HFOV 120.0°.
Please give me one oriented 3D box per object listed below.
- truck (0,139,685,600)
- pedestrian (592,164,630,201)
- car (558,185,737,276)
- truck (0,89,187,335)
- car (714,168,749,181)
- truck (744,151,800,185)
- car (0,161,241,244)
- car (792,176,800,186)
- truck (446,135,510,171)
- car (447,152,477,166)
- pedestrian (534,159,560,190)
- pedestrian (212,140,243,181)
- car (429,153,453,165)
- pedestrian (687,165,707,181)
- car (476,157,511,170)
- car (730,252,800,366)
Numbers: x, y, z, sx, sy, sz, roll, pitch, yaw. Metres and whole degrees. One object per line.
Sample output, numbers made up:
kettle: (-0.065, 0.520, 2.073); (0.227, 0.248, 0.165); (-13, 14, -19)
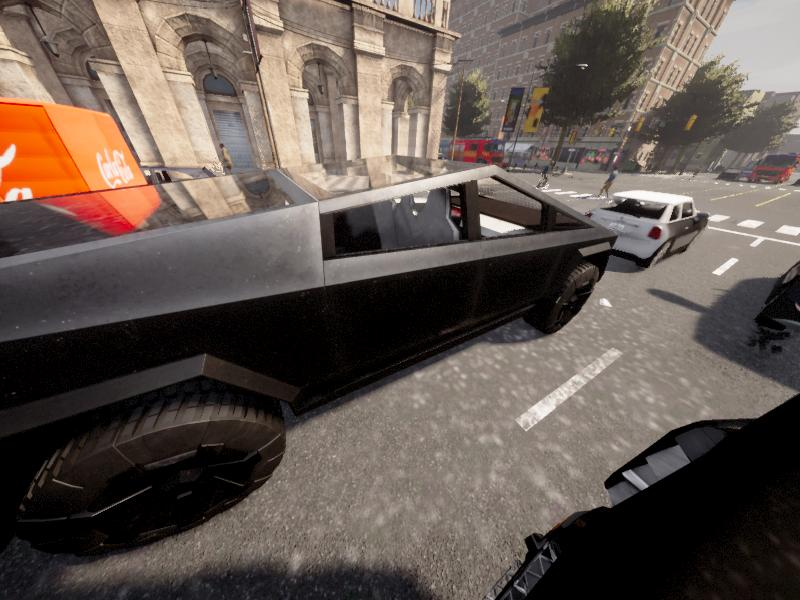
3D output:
truck: (-0.123, -0.414, 2.663); (6.274, 2.098, 2.390); (-16, 38, -26)
pedestrian: (12.425, -6.953, 13.654); (0.751, 1.860, 0.751); (-18, 39, -28)
car: (6.674, -2.116, 6.315); (3.806, 1.475, 1.970); (-16, 38, -26)
truck: (-6.562, -0.982, 2.685); (5.204, 2.467, 2.627); (-16, 38, -26)
car: (51.942, -19.724, 36.185); (5.238, 1.638, 1.930); (-17, 38, -27)
truck: (54.914, -19.234, 33.704); (8.468, 3.827, 2.891); (-16, 38, -26)
car: (-6.687, -2.797, 6.259); (3.633, 1.501, 1.845); (-16, 38, -26)
car: (57.459, -16.715, 32.326); (4.181, 1.385, 1.994); (-16, 38, -26)
truck: (10.716, -21.071, 33.050); (2.891, 3.827, 8.468); (-16, 38, -26)
car: (10.543, -24.230, 39.630); (2.097, 1.767, 4.553); (-16, 38, -26)
pedestrian: (10.572, -9.058, 16.680); (0.751, 1.860, 0.751); (-22, 41, -32)
pedestrian: (-9.420, -7.600, 12.663); (0.751, 1.860, 0.751); (-12, 36, -21)
car: (6.834, -23.906, 39.143); (1.970, 1.475, 3.806); (-16, 38, -26)
pedestrian: (39.643, -16.995, 30.881); (0.751, 1.860, 0.751); (-15, 38, -25)
car: (13.991, -20.584, 34.858); (1.895, 1.301, 4.718); (-16, 38, -26)
car: (7.666, -0.220, 3.403); (4.856, 1.649, 2.033); (-16, 38, -26)
